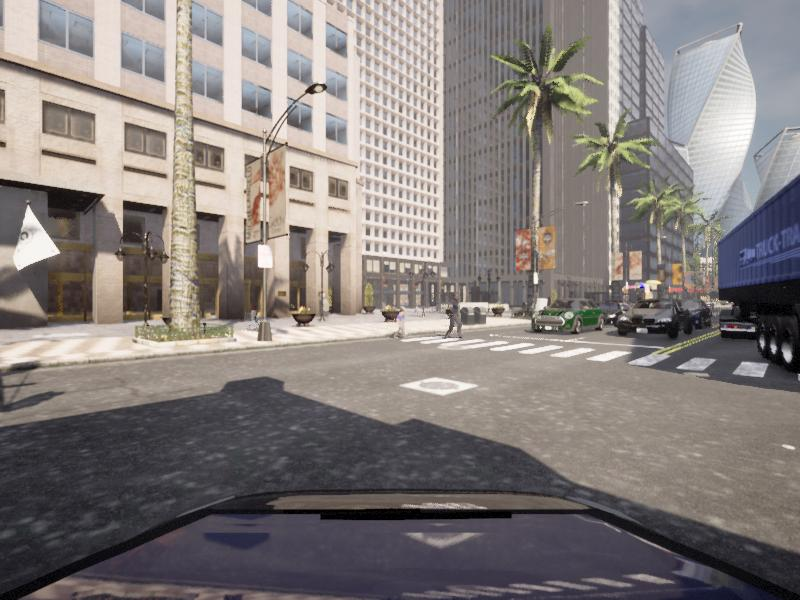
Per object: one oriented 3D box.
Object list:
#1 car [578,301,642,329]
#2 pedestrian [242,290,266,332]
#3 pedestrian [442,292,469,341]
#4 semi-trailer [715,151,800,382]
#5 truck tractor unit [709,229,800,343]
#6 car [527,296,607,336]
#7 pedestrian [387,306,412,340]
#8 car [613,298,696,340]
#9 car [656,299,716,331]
[{"bbox_3d":[12.868,0.826,24.344,4.974,1.542,2.038,0,0,-45],"label":"car"},{"bbox_3d":[-6.590,0.485,18.074,0.751,1.860,0.751,0,0,43],"label":"pedestrian"},{"bbox_3d":[2.181,0.637,15.840,0.751,1.860,0.751,0,0,-38],"label":"pedestrian"},{"bbox_3d":[11.610,-0.630,11.356,2.717,4.402,14.254,-1,0,32],"label":"semi-trailer"},{"bbox_3d":[16.193,-0.528,17.770,3.053,4.208,6.516,1,1,45],"label":"truck tractor unit"},{"bbox_3d":[8.408,0.695,19.937,4.553,1.767,2.097,0,0,-45],"label":"car"},{"bbox_3d":[-0.007,0.917,16.305,0.751,1.300,0.751,0,0,27],"label":"pedestrian"},{"bbox_3d":[11.707,0.756,18.278,4.611,1.667,2.242,0,0,-45],"label":"car"},{"bbox_3d":[16.570,0.778,23.080,4.856,1.649,2.033,0,0,-45],"label":"car"}]
